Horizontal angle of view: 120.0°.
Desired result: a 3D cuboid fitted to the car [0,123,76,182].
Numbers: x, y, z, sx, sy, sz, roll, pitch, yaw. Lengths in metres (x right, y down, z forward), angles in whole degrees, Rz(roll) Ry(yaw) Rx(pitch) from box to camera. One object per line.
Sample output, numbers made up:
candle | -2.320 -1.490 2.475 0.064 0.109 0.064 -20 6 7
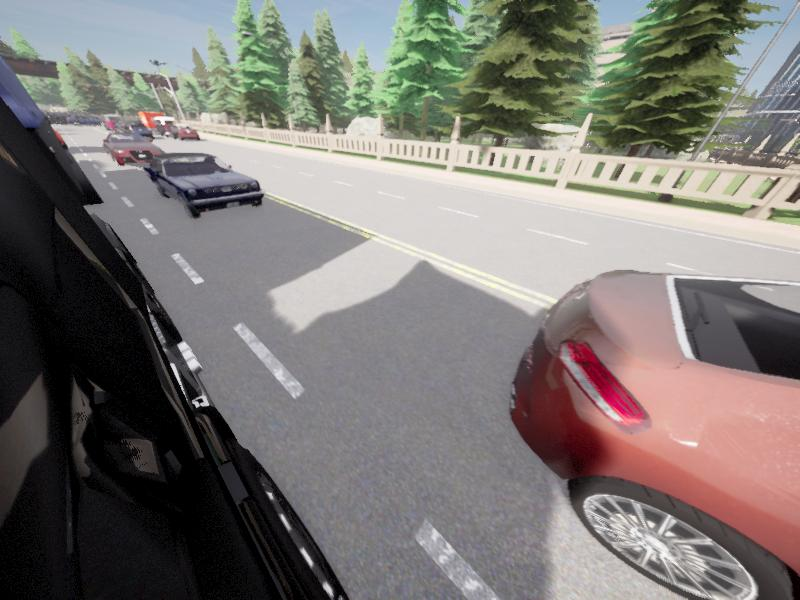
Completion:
car | -16.099 -6.435 9.839 5.238 1.638 1.930 28 44 30

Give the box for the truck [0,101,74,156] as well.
truck | -23.592 -10.796 14.464 5.204 2.467 2.627 28 44 30

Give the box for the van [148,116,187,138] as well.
van | -29.621 -22.069 29.489 4.480 2.038 2.069 28 44 30

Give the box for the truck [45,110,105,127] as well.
truck | -60.683 -34.002 43.319 2.390 2.098 6.274 28 44 30

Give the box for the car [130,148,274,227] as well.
car | -6.189 -3.726 7.152 4.718 1.301 1.895 28 44 30

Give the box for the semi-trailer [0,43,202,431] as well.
semi-trailer | -8.698 -3.612 4.218 14.254 4.402 2.717 28 44 30

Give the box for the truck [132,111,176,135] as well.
truck | -34.919 -25.086 32.810 5.204 2.467 2.627 28 44 30

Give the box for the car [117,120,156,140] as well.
car | -29.402 -19.036 25.810 3.988 1.617 1.851 28 44 30

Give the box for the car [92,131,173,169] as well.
car | -14.582 -8.255 12.587 4.181 1.385 1.994 28 43 30

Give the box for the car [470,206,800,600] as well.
car | 3.255 1.198 0.927 5.027 1.651 2.152 28 44 30

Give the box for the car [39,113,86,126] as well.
car | -64.389 -34.561 44.211 2.033 1.649 4.856 28 44 30

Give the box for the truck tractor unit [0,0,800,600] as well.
truck tractor unit | -2.645 -0.295 0.351 6.516 4.208 3.053 28 44 30

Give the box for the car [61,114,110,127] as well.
car | -57.422 -32.778 42.298 2.152 1.651 5.027 28 44 30

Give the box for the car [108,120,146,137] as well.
car | -34.576 -21.721 29.233 5.357 1.411 2.033 28 44 30

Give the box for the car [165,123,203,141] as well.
car | -24.852 -19.282 26.552 3.806 1.475 1.970 28 43 30
